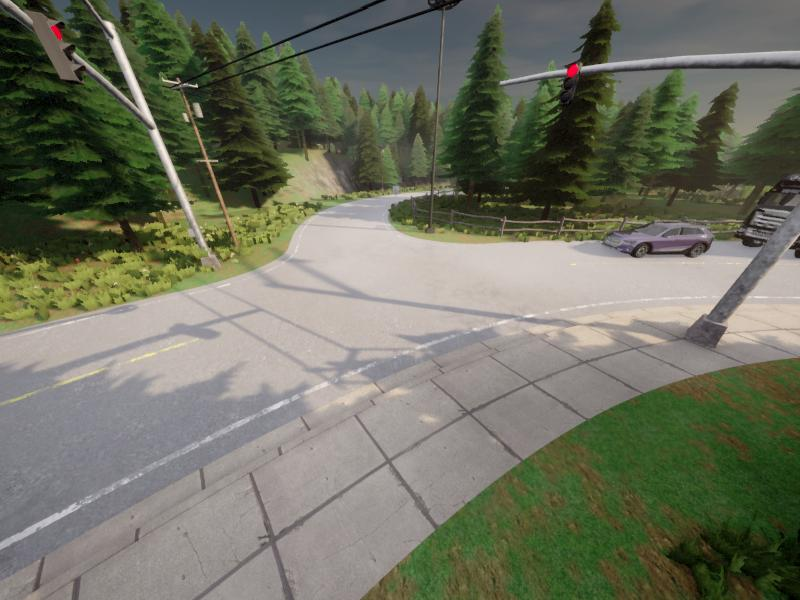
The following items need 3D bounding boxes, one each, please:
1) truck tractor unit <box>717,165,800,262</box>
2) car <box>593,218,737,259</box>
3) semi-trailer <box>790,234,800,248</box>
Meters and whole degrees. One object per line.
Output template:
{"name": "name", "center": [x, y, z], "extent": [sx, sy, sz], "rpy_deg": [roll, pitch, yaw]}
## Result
{"name": "truck tractor unit", "center": [22.725, -4.414, 11.743], "extent": [6.516, 4.208, 3.053], "rpy_deg": [1, 30, 1]}
{"name": "car", "center": [13.963, -3.365, 12.511], "extent": [4.856, 1.649, 2.033], "rpy_deg": [0, 30, 0]}
{"name": "semi-trailer", "center": [30.635, -4.394, 11.504], "extent": [14.254, 4.402, 2.717], "rpy_deg": [1, 30, 1]}
